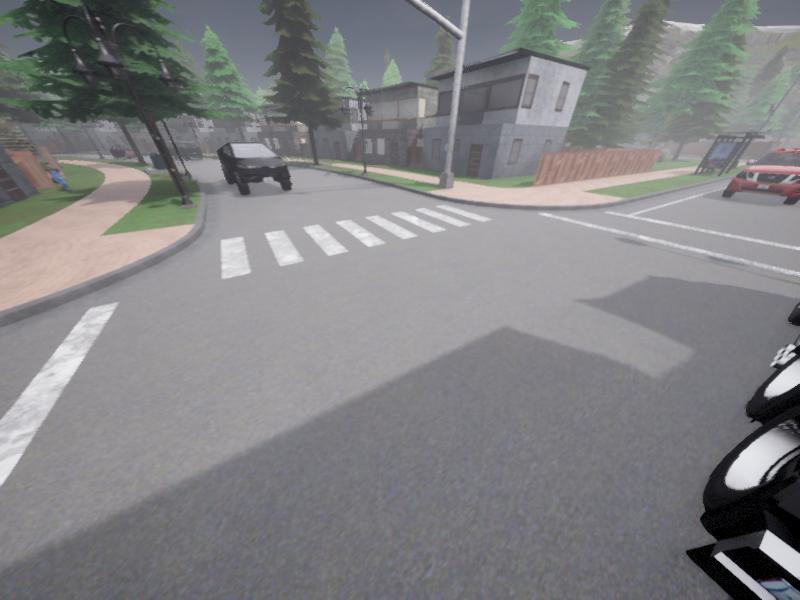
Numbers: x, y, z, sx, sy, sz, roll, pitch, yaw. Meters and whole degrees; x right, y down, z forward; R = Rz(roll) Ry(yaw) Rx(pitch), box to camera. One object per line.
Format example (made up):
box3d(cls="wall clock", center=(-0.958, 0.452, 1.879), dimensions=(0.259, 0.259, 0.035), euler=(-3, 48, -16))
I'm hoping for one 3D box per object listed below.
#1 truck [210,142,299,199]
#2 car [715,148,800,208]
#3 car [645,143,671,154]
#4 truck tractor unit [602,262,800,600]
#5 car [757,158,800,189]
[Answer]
box3d(cls="truck", center=(-8.029, -7.259, 12.502), dimensions=(2.390, 2.098, 6.274), euler=(-24, 42, -31))
box3d(cls="car", center=(18.304, -6.019, 11.061), dimensions=(5.566, 2.045, 2.150), euler=(-18, 39, -24))
box3d(cls="car", center=(54.292, -31.999, 48.672), dimensions=(4.605, 1.855, 1.932), euler=(-19, 39, -25))
box3d(cls="truck tractor unit", center=(5.113, -0.297, 0.786), dimensions=(6.516, 4.208, 3.053), euler=(-18, 39, -24))
box3d(cls="car", center=(25.221, -7.997, 14.568), dimensions=(4.181, 1.385, 1.994), euler=(-18, 39, -24))
